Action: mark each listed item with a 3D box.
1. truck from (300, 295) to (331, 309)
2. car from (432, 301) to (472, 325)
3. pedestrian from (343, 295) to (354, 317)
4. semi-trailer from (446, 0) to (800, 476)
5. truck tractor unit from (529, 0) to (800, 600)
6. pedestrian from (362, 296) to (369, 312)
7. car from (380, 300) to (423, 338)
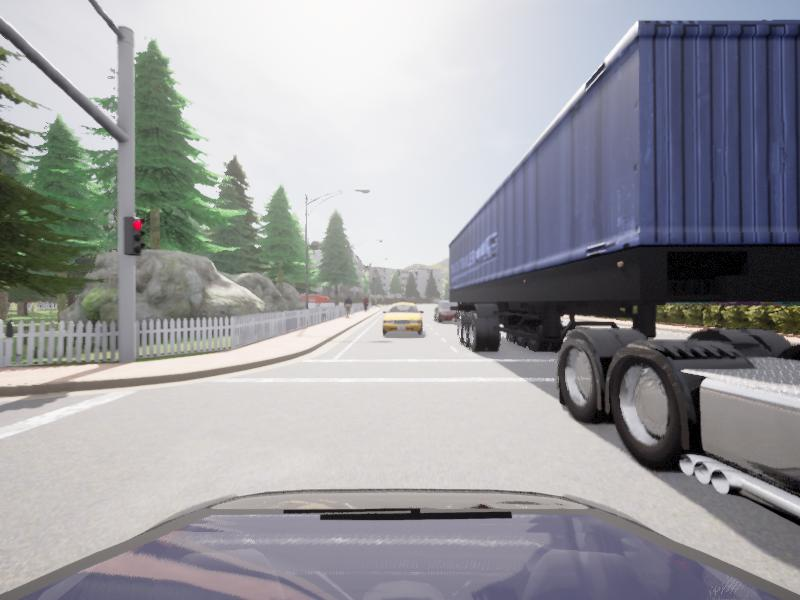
[{"bbox_3d":[-15.744,0.337,75.027,5.204,2.467,2.627,0,0,1],"label":"truck"},{"bbox_3d":[3.473,0.831,27.819,2.163,1.488,4.792,0,0,0],"label":"car"},{"bbox_3d":[-4.281,0.481,33.229,0.751,1.860,0.751,0,0,0],"label":"pedestrian"},{"bbox_3d":[3.451,-0.624,10.713,2.717,4.402,14.254,0,0,0],"label":"semi-trailer"},{"bbox_3d":[3.485,-0.530,2.794,3.053,4.208,6.516,0,0,0],"label":"truck tractor unit"},{"bbox_3d":[-4.029,0.465,47.069,0.751,1.860,0.751,0,0,0],"label":"pedestrian"},{"bbox_3d":[0.156,0.799,19.309,1.801,1.575,5.366,0,0,2],"label":"car"}]
